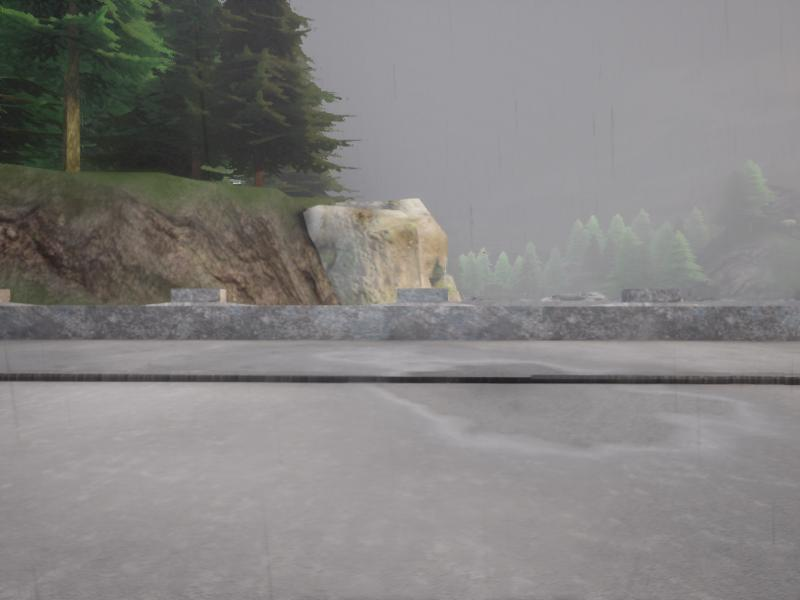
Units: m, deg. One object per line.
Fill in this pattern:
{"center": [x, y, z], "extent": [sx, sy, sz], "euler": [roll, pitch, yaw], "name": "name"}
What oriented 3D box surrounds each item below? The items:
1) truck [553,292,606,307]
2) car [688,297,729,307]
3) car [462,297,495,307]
{"center": [24.901, -0.044, 55.776], "extent": [6.274, 2.098, 2.390], "euler": [0, 0, 1], "name": "truck"}
{"center": [42.720, 0.272, 55.456], "extent": [4.193, 1.474, 1.816], "euler": [0, 0, 1], "name": "car"}
{"center": [10.957, 0.264, 56.031], "extent": [4.193, 1.474, 1.816], "euler": [0, 0, 1], "name": "car"}
